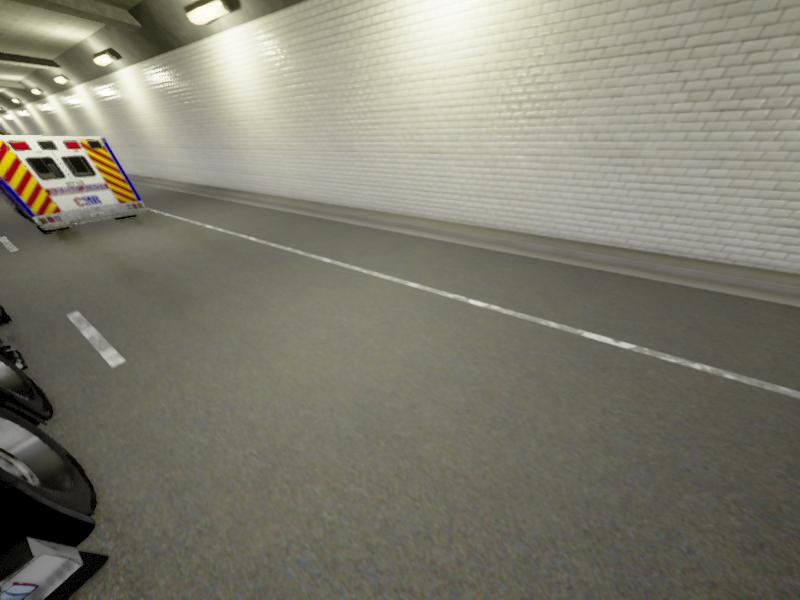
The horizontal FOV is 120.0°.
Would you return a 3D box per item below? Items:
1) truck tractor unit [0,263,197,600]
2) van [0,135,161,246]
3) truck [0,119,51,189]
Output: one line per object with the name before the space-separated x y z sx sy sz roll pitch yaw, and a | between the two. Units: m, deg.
truck tractor unit | -5.116 -0.294 0.787 6.516 4.208 3.053 18 39 24
van | -11.511 -3.942 7.671 6.366 2.431 2.351 18 39 24
truck | -27.377 -9.670 14.846 8.468 3.827 2.891 18 39 24
